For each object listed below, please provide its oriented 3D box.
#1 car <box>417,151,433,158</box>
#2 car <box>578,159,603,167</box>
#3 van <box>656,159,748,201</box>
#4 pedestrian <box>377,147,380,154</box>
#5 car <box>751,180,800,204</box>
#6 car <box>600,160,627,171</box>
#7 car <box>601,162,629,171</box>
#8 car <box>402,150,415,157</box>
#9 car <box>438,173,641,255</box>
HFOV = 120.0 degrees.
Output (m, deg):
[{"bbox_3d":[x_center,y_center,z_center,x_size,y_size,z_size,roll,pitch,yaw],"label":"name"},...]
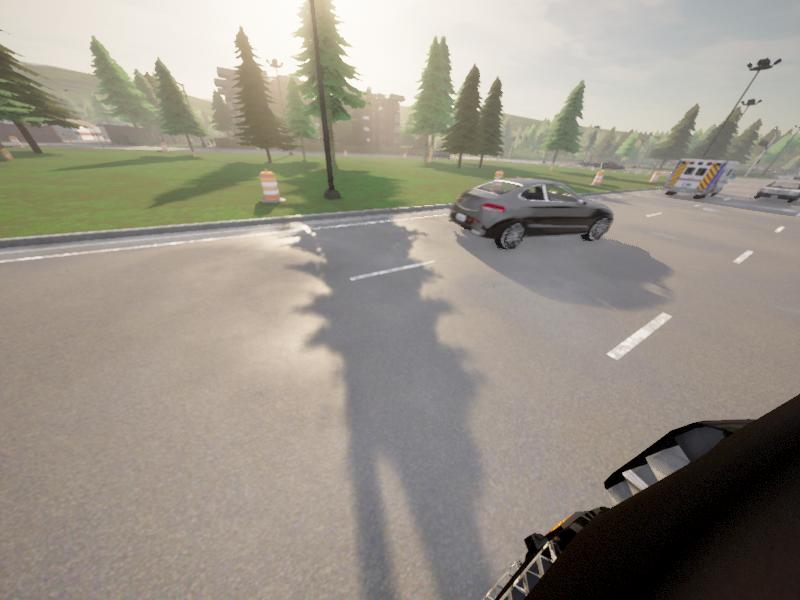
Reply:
[{"bbox_3d":[7.215,-41.410,65.700,3.988,1.617,1.851,-16,38,-26],"label":"car"},{"bbox_3d":[56.082,-40.411,68.217,1.930,1.638,5.238,-15,38,-26],"label":"car"},{"bbox_3d":[23.265,-9.330,17.815,6.366,2.431,2.351,-16,38,-26],"label":"van"},{"bbox_3d":[-6.804,-47.251,72.812,0.751,1.860,0.751,-15,37,-25],"label":"pedestrian"},{"bbox_3d":[30.657,-8.713,18.524,4.718,1.301,1.895,-16,38,-26],"label":"car"},{"bbox_3d":[48.962,-30.918,53.052,1.905,1.878,3.866,-15,38,-26],"label":"car"},{"bbox_3d":[51.497,-32.040,55.434,1.994,1.385,4.181,-15,38,-26],"label":"car"},{"bbox_3d":[2.571,-44.543,70.104,3.705,1.549,1.789,-15,38,-26],"label":"car"},{"bbox_3d":[4.020,-2.766,7.027,5.027,1.651,2.152,-9,35,-18],"label":"car"}]
